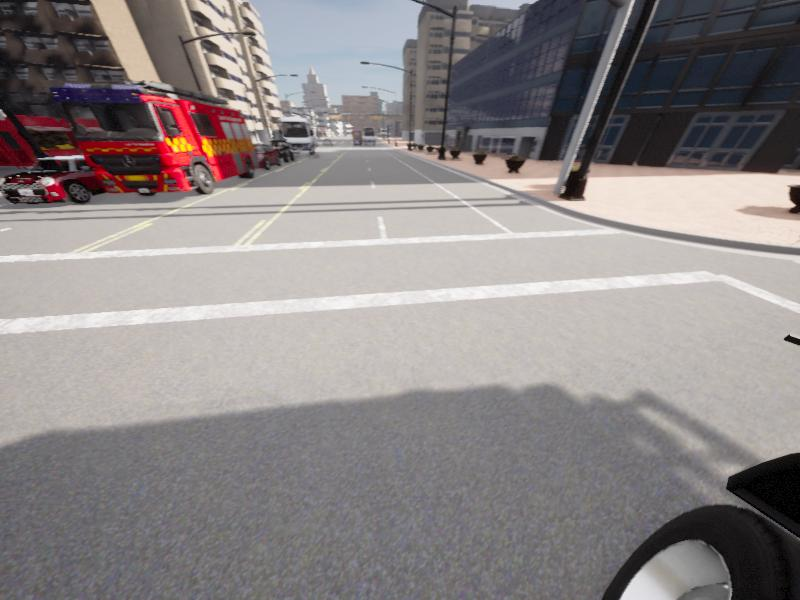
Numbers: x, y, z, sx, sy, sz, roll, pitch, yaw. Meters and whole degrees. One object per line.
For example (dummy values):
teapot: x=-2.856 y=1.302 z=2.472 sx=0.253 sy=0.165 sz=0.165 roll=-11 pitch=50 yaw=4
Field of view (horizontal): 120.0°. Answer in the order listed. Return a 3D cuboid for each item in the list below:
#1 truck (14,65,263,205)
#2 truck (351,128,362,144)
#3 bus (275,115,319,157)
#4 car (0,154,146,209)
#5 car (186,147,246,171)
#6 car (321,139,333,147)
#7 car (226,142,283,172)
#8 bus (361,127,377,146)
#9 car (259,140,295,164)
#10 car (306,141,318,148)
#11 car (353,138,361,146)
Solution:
truck: x=-10.353 y=-7.778 z=11.388 sx=2.891 sy=3.827 sz=8.468 roll=-4 pitch=36 yaw=-7
truck: x=-13.497 y=-51.540 z=72.647 sx=2.891 sy=3.827 sz=8.468 roll=-4 pitch=38 yaw=-6
bus: x=-14.144 y=-23.264 z=32.978 sx=3.944 sy=4.253 sz=10.273 roll=-8 pitch=36 yaw=-12
car: x=-13.448 y=-5.025 z=9.521 sx=1.970 sy=1.475 sz=3.806 roll=-4 pitch=36 yaw=-6
car: x=-14.947 y=-11.767 z=19.137 sx=1.994 sy=1.385 sz=4.181 roll=-4 pitch=35 yaw=-5
car: x=-19.600 y=-42.252 z=61.972 sx=2.242 sy=1.667 sz=4.611 roll=-4 pitch=35 yaw=-6
car: x=-11.431 y=-11.617 z=18.566 sx=2.097 sy=1.767 sz=4.553 roll=-4 pitch=35 yaw=-6
bus: x=-9.078 y=-47.210 z=66.564 sx=3.944 sy=4.253 sz=10.273 roll=-4 pitch=37 yaw=-6
car: x=-12.285 y=-15.115 z=23.449 sx=1.905 sy=1.878 sz=3.866 roll=-5 pitch=35 yaw=-7
car: x=-21.107 y=-37.487 z=55.592 sx=1.994 sy=1.385 sz=4.181 roll=-4 pitch=36 yaw=-6
car: x=-12.000 y=-44.009 z=64.403 sx=2.033 sy=1.649 sz=4.856 roll=-4 pitch=37 yaw=-6
